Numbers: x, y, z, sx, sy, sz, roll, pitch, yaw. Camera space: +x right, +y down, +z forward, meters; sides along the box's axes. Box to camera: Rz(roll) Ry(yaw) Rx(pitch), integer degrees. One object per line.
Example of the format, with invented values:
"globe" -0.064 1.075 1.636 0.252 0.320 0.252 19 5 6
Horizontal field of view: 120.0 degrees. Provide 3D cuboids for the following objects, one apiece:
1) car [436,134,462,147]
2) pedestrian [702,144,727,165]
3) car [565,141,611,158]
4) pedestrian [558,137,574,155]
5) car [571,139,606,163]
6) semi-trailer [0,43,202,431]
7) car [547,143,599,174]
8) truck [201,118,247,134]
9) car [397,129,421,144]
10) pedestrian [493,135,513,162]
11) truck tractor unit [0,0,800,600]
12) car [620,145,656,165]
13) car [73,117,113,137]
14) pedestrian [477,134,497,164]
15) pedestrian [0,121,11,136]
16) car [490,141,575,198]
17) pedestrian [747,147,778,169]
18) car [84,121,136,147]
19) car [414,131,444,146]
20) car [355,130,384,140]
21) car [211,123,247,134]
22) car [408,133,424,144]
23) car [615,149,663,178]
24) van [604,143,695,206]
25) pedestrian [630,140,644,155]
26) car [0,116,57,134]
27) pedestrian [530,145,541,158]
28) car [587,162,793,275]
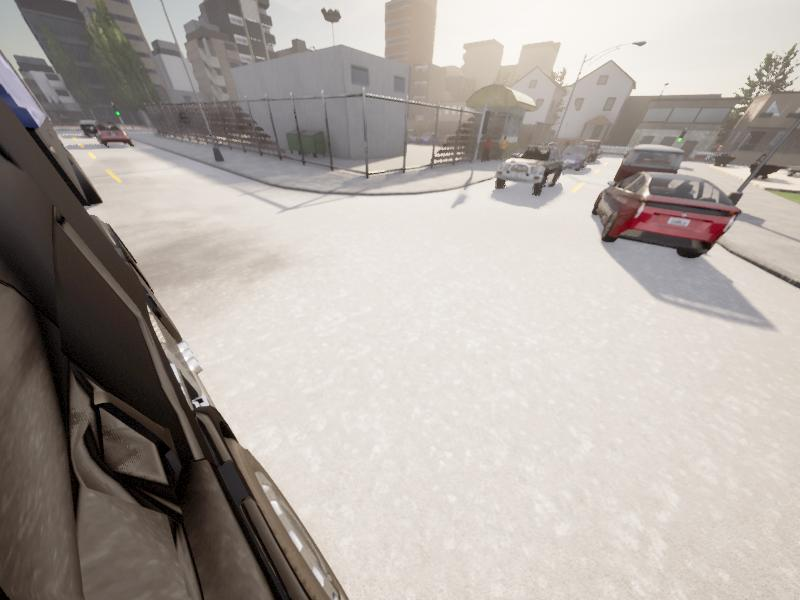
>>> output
"car" 7.487 -24.247 35.108 1.816 1.474 4.193 28 44 30
"pedestrian" 34.487 -15.937 25.334 0.751 1.860 0.751 -25 45 -32
"car" 25.562 -20.766 31.737 2.128 1.511 4.902 -1 37 -5
"pedestrian" 21.581 -20.031 29.998 0.751 1.860 0.751 -17 41 -25
"car" 19.626 -15.553 24.082 1.905 1.878 3.866 27 43 29
"semi-trailer" -8.695 -3.611 4.226 14.254 4.402 2.717 28 44 30
"car" 13.570 -11.174 18.066 2.033 1.649 4.856 29 44 30
"truck" -33.254 -33.041 43.901 2.390 2.098 6.274 28 44 30
"car" 1.474 -27.225 38.413 1.905 1.878 3.866 28 44 30
"pedestrian" 8.692 -12.800 19.521 0.751 1.860 0.751 -26 45 -33
"truck tractor unit" -2.645 -0.295 0.351 6.516 4.208 3.053 28 44 30
"car" 26.082 -15.938 25.348 2.163 1.488 4.792 28 44 30
"car" -35.206 -19.805 26.484 5.238 1.638 1.930 29 44 30
"pedestrian" 6.797 -11.769 18.010 0.751 1.860 0.751 -28 46 -34
"pedestrian" -37.324 -16.212 21.157 0.751 1.860 0.751 -22 43 -29
"car" 6.359 -6.344 10.957 1.932 1.855 4.605 28 43 30
"pedestrian" 37.360 -14.678 23.837 0.751 1.860 0.751 29 44 31
"car" -24.368 -13.978 19.421 3.988 1.617 1.851 28 44 30
"car" 4.590 -25.275 36.182 2.242 1.667 4.611 28 44 30
"car" -5.698 -31.272 43.749 2.033 1.415 5.357 28 44 30
"car" -30.736 -30.760 41.560 1.812 1.442 4.674 28 44 30
"car" 2.564 -25.794 36.921 1.481 1.379 2.207 28 44 30
"car" 17.819 -10.314 17.318 1.816 1.474 4.193 28 44 30
"van" 11.244 -5.986 10.697 1.775 1.987 4.442 28 44 29
"pedestrian" 36.220 -23.334 35.336 0.751 1.860 0.751 24 42 26
"car" -43.265 -20.028 26.410 4.193 1.474 1.816 -2 37 -6
"pedestrian" 14.135 -15.501 24.110 0.500 1.100 0.500 28 44 30
"car" 6.759 -2.579 6.244 2.007 1.525 4.514 21 41 23
